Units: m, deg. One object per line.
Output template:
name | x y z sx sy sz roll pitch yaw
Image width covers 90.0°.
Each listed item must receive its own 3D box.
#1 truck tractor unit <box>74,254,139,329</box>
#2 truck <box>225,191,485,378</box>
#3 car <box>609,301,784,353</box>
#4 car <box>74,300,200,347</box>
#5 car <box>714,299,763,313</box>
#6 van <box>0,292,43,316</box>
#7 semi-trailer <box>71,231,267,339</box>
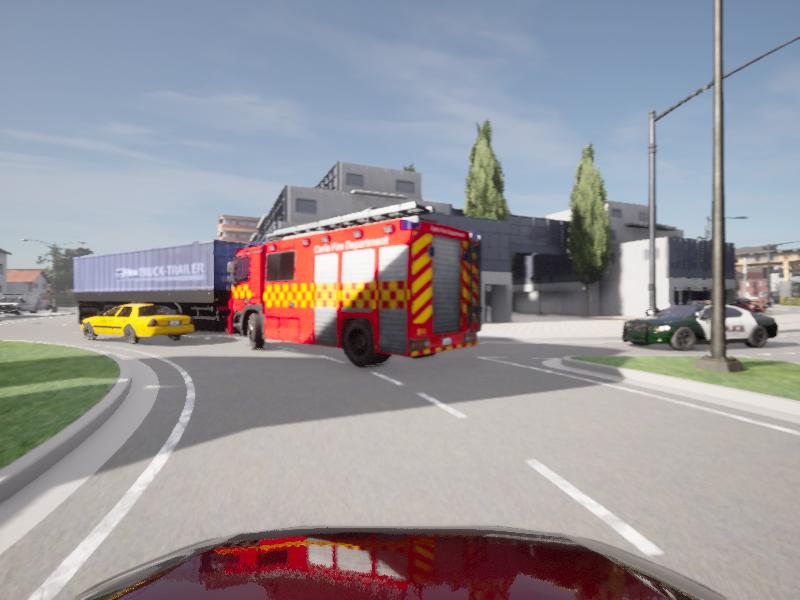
truck tractor unit | -19.199 -0.504 25.970 3.053 4.208 6.516 0 0 -39
truck | -1.914 -0.324 12.108 8.468 3.827 2.891 0 0 42
car | 9.906 0.803 13.485 4.974 1.542 2.038 0 0 -14
car | -10.367 0.809 15.649 5.366 1.575 1.801 0 0 29
car | 39.465 0.654 46.770 1.851 1.617 3.988 0 0 -24
van | -43.104 0.424 45.209 2.351 2.431 6.366 0 0 -25
semi-trailer | -12.921 -0.609 21.270 14.254 4.402 2.717 0 0 32
